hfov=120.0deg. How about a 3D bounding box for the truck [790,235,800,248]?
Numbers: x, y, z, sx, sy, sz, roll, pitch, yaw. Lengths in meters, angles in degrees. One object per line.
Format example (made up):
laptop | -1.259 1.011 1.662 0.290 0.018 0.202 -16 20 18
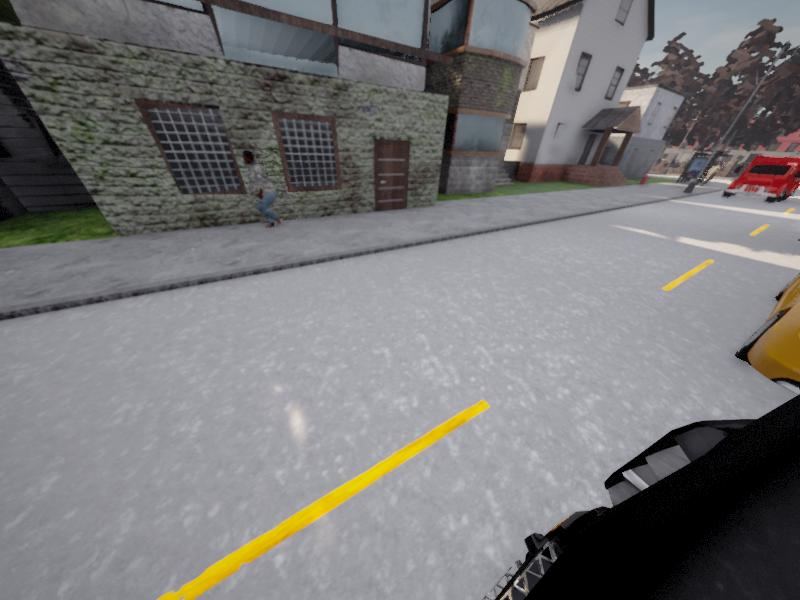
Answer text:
truck | 15.501 -2.746 7.115 6.274 2.098 2.390 -16 38 -26

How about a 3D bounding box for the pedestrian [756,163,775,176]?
pedestrian | 62.212 -22.233 39.327 0.751 1.860 0.751 -15 37 -24

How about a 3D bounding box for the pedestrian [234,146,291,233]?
pedestrian | -3.461 -2.783 5.896 0.751 1.860 0.751 -16 38 -25

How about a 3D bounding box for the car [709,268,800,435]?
car | 6.185 0.190 2.614 5.008 1.535 1.882 -16 38 -26

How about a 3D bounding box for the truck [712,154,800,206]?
truck | 23.915 -7.889 15.040 5.204 2.467 2.627 -16 38 -26

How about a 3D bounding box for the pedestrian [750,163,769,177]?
pedestrian | 57.364 -20.815 36.886 0.751 1.860 0.751 -16 38 -25

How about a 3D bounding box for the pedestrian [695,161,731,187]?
pedestrian | 27.141 -10.918 20.071 0.751 1.860 0.751 5 34 3

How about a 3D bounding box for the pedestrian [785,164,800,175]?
pedestrian | 75.918 -25.118 44.551 0.751 1.860 0.751 -16 38 -25

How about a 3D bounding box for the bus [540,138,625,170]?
bus | 31.352 -25.778 40.661 3.944 4.253 10.273 -17 39 -27
